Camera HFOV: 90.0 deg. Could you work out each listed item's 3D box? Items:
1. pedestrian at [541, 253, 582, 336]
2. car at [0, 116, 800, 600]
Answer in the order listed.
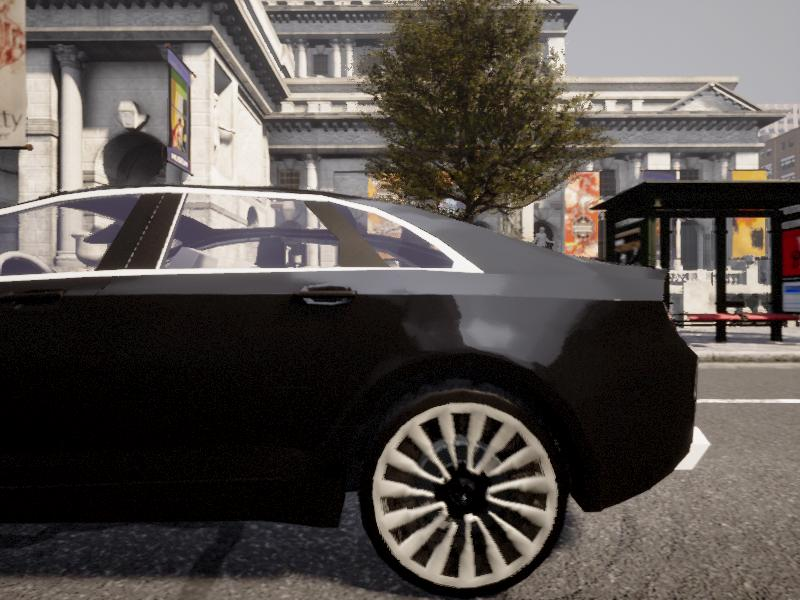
[{"bbox_3d":[3.748,-0.119,9.353,0.751,1.860,0.751,0,0,11],"label":"pedestrian"},{"bbox_3d":[-1.178,0.239,2.210,4.902,1.511,2.128,0,0,1],"label":"car"}]
